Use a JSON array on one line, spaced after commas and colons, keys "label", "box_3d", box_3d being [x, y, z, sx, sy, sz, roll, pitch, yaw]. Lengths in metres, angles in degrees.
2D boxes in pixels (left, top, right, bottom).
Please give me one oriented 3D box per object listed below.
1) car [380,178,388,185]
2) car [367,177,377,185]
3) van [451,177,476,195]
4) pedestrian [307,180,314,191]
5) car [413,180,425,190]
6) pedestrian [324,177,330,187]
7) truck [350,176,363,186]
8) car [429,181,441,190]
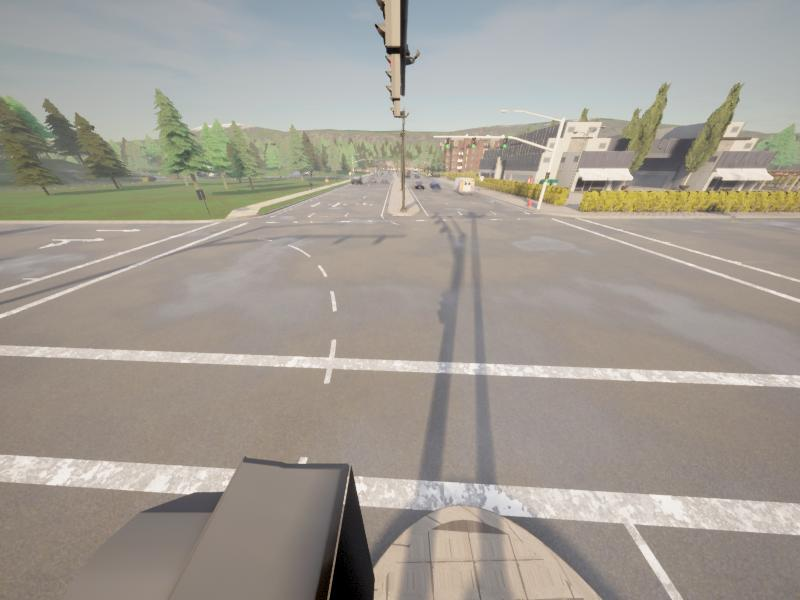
[{"label": "car", "box_3d": [-4.152, -31.490, 61.479, 1.994, 1.385, 4.181, 0, 30, 0]}, {"label": "car", "box_3d": [-7.674, -32.847, 63.575, 2.152, 1.651, 5.027, 0, 30, 0]}, {"label": "van", "box_3d": [11.115, -20.303, 41.044, 2.351, 2.431, 6.366, 0, 30, -1]}, {"label": "pedestrian", "box_3d": [-16.731, -21.529, 43.382, 0.751, 1.860, 0.751, 0, 30, 0]}, {"label": "car", "box_3d": [3.986, -24.637, 49.451, 2.038, 1.542, 4.974, 0, 30, -1]}, {"label": "pedestrian", "box_3d": [-16.700, -27.093, 53.019, 0.751, 1.860, 0.751, 0, 30, 0]}, {"label": "truck", "box_3d": [-11.135, -30.837, 59.618, 2.390, 2.098, 6.274, 0, 30, 0]}, {"label": "car", "box_3d": [7.481, -24.819, 49.849, 1.812, 1.442, 4.674, 0, 30, -1]}]
